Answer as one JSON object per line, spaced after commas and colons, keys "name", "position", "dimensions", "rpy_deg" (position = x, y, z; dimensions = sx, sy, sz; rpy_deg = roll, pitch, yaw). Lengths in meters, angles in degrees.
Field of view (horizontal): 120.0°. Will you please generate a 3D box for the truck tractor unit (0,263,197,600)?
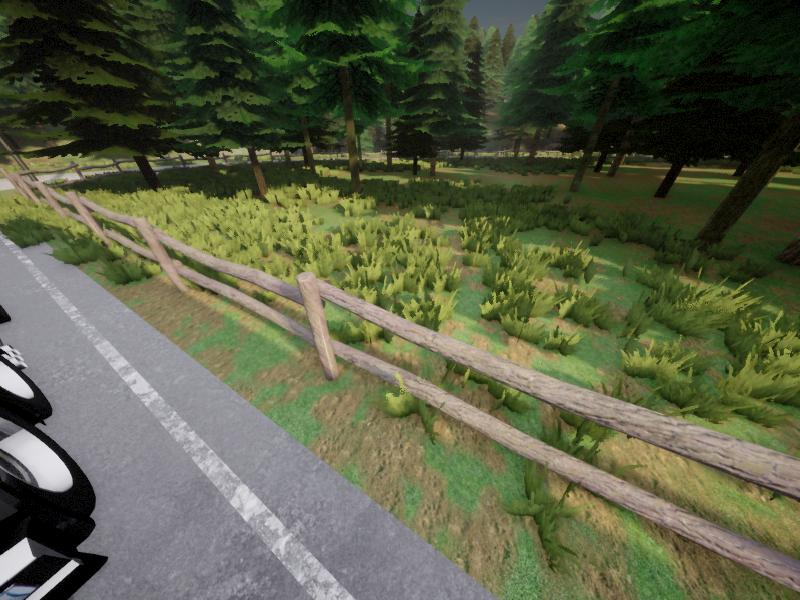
{"name": "truck tractor unit", "position": [-5.109, -0.303, 0.782], "dimensions": [6.516, 4.208, 3.053], "rpy_deg": [18, 39, 24]}
